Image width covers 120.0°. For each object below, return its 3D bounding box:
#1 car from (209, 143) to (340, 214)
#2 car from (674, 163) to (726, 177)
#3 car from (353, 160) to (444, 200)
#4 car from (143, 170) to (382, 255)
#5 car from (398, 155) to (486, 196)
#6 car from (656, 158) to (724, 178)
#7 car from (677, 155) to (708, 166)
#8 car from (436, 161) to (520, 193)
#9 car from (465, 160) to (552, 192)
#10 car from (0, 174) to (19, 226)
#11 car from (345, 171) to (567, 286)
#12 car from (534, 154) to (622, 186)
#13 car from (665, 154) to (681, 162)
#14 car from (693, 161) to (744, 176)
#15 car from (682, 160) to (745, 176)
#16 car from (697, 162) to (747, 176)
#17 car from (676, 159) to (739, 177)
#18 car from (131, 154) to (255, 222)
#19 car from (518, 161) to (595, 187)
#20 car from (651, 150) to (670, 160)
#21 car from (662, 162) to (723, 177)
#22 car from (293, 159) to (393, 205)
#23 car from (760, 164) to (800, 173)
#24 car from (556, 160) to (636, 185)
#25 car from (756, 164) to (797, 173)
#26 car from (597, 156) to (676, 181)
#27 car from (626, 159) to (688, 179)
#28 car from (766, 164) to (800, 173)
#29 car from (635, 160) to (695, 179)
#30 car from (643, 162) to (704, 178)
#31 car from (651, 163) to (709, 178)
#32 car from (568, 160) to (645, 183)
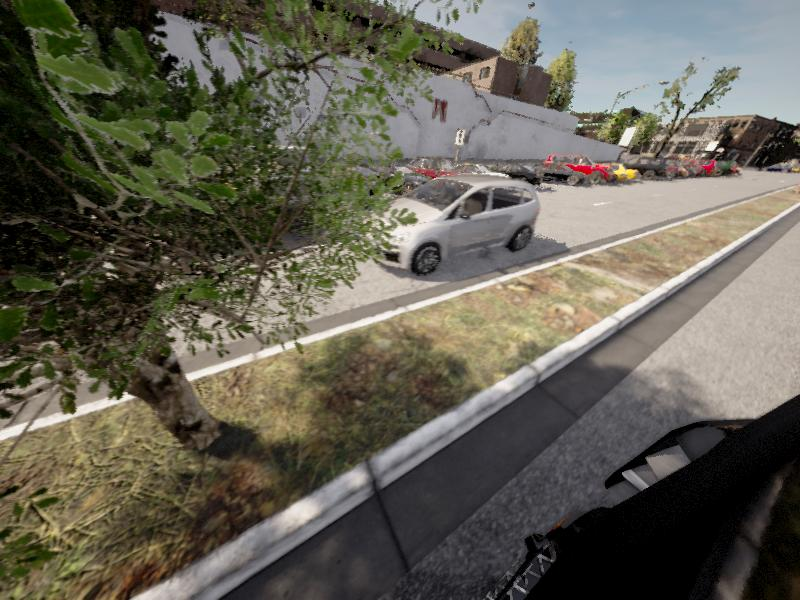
[{"bbox_3d":[-5.439,-5.469,9.971,5.566,2.045,2.435,26,40,32],"label":"car"},{"bbox_3d":[46.565,-20.320,36.046,4.674,1.452,2.002,26,40,32],"label":"car"},{"bbox_3d":[-0.221,-6.721,12.723,4.674,1.452,2.002,26,40,32],"label":"car"},{"bbox_3d":[-3.116,-2.659,6.388,4.892,1.490,1.837,-16,38,-26],"label":"car"},{"bbox_3d":[2.359,-7.631,13.941,4.553,1.767,2.185,26,40,32],"label":"car"},{"bbox_3d":[41.344,-19.090,33.303,5.566,2.045,2.435,26,40,32],"label":"car"},{"bbox_3d":[70.035,-33.554,55.356,1.851,1.617,3.988,-15,43,-27],"label":"car"},{"bbox_3d":[4.975,-8.242,15.309,4.674,1.452,2.002,26,40,32],"label":"car"},{"bbox_3d":[7.580,-9.034,16.571,5.008,1.535,2.097,26,40,32],"label":"car"},{"bbox_3d":[-13.188,-3.222,6.027,5.566,2.045,2.435,26,39,32],"label":"car"},{"bbox_3d":[1.324,-2.094,5.675,4.611,1.667,2.242,-16,38,-26],"label":"car"},{"bbox_3d":[15.407,-11.536,20.301,5.566,2.045,2.435,26,40,32],"label":"car"},{"bbox_3d":[74.668,-38.818,63.166,2.002,1.452,4.674,31,42,28],"label":"car"},{"bbox_3d":[54.508,-22.715,39.723,4.442,1.987,1.878,26,40,32],"label":"car"},{"bbox_3d":[51.823,-22.038,38.471,5.566,2.045,2.435,26,40,32],"label":"car"},{"bbox_3d":[57.068,-23.384,41.092,4.553,1.767,2.185,26,40,32],"label":"car"},{"bbox_3d":[49.159,-21.318,37.202,5.566,2.045,2.435,26,40,32],"label":"car"},{"bbox_3d":[-7.883,-4.437,8.693,5.366,1.575,1.946,26,39,32],"label":"car"},{"bbox_3d":[12.800,-10.536,19.160,4.792,1.488,2.163,26,40,32],"label":"car"},{"bbox_3d":[73.245,-40.785,65.008,2.435,2.045,5.566,32,42,28],"label":"car"},{"bbox_3d":[43.818,-19.685,34.824,5.366,1.575,1.946,26,40,32],"label":"car"},{"bbox_3d":[-2.851,-5.984,11.424,4.792,1.488,2.163,26,40,32],"label":"car"},{"bbox_3d":[93.793,-32.265,56.744,1.946,1.575,5.366,-27,43,-37],"label":"car"},{"bbox_3d":[18.119,-12.031,21.642,5.366,1.575,1.946,26,40,32],"label":"car"},{"bbox_3d":[90.879,-31.800,55.927,2.163,1.488,4.792,-28,43,-37],"label":"car"},{"bbox_3d":[25.749,-14.590,25.497,5.566,2.045,2.435,26,40,32],"label":"car"},{"bbox_3d":[30.992,-15.971,28.133,4.553,1.767,2.185,26,40,32],"label":"car"},{"bbox_3d":[96.398,-33.056,57.893,2.185,1.767,4.553,-26,42,-37],"label":"car"},{"bbox_3d":[33.546,-16.747,29.472,4.553,1.767,2.185,26,40,32],"label":"car"},{"bbox_3d":[36.160,-17.380,30.829,4.892,1.521,2.231,26,39,32],"label":"car"},{"bbox_3d":[38.734,-18.108,32.153,4.792,1.488,2.163,26,40,32],"label":"car"},{"bbox_3d":[20.428,-12.925,23.128,5.366,1.575,1.946,26,40,32],"label":"car"}]
